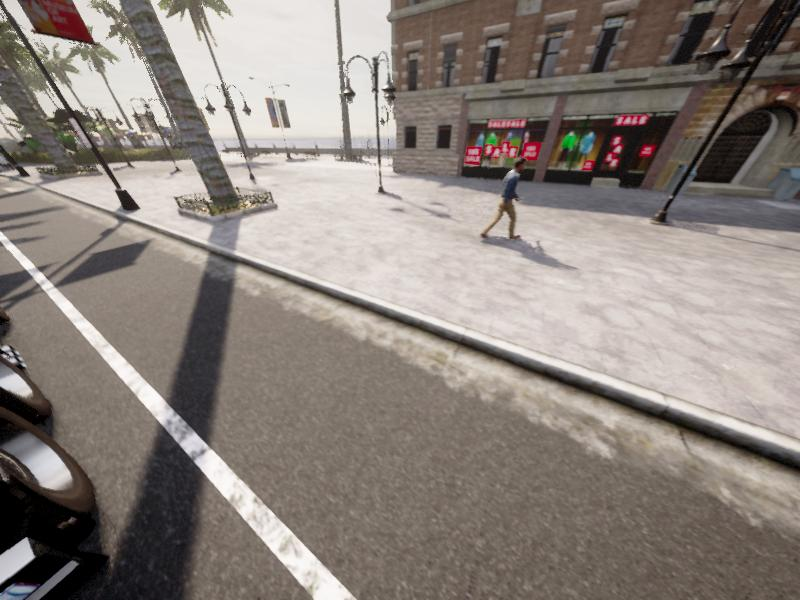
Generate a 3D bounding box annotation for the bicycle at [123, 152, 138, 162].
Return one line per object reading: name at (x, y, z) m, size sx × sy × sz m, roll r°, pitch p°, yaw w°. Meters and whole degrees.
bicycle at (-33.138, -17.558, 28.352) m, size 1.643 × 1.024 × 0.373 m, roll 18°, pitch 39°, yaw 24°

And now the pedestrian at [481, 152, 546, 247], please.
pedestrian at (2.478, -2.267, 5.298) m, size 0.751 × 1.860 × 0.751 m, roll 5°, pitch 35°, yaw 8°

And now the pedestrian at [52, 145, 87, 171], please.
pedestrian at (-28.451, -12.264, 19.915) m, size 0.751 × 1.860 × 0.751 m, roll 13°, pitch 37°, yaw 19°

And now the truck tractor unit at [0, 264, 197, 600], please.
truck tractor unit at (-5.110, -0.302, 0.779) m, size 6.516 × 4.208 × 3.053 m, roll 18°, pitch 39°, yaw 24°
